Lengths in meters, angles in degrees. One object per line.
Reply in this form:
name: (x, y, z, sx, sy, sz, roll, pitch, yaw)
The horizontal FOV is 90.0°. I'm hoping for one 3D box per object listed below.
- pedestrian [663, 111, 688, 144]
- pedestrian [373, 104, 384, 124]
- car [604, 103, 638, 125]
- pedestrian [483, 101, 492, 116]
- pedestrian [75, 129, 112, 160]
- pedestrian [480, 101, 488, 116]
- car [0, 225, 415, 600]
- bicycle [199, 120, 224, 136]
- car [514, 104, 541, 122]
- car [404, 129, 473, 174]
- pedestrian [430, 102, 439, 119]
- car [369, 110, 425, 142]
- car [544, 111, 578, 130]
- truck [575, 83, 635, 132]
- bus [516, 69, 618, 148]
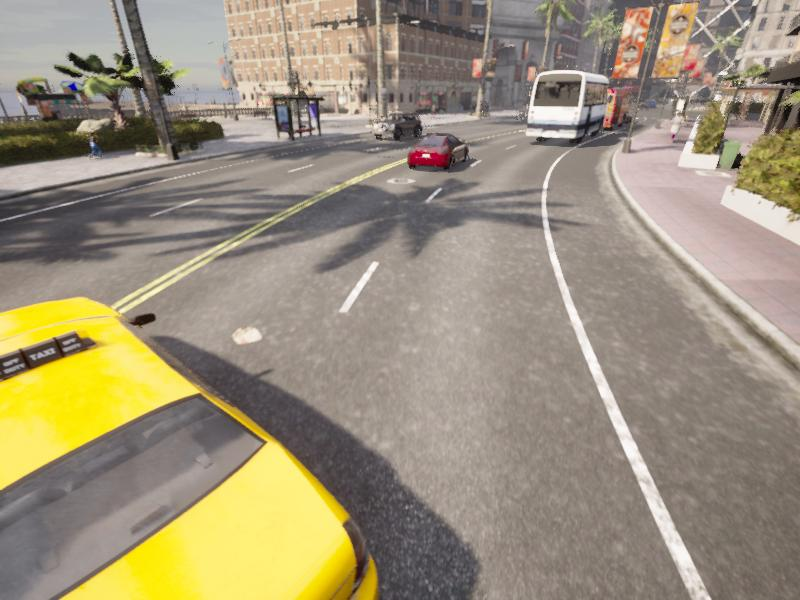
pedestrian: (17.333, -10.844, 25.185, 0.751, 1.860, 0.751, 18, 32, 30)
pedestrian: (-2.237, -19.424, 41.727, 0.751, 1.860, 0.751, 13, 30, 23)
car: (25.170, -21.268, 45.554, 2.150, 2.045, 5.566, 18, 32, 31)
pedestrian: (12.347, -27.074, 56.565, 0.751, 1.860, 0.751, -18, 32, -31)
pedestrian: (-14.698, -7.486, 19.211, 0.751, 1.300, 0.751, 7, 28, 12)
pedestrian: (12.007, -27.354, 57.106, 0.751, 1.860, 0.751, 19, 33, 33)
car: (-2.586, 0.898, 3.121, 5.366, 1.575, 1.801, 21, 33, 34)
bicycle: (-14.377, -13.171, 30.586, 0.373, 1.024, 1.643, 18, 32, 30)
car: (15.813, -23.186, 49.510, 2.097, 1.767, 4.553, 14, 30, 24)
car: (1.875, -7.047, 18.716, 1.994, 1.385, 4.181, 11, 29, 20)
pedestrian: (4.175, -23.122, 48.897, 0.751, 1.860, 0.751, 21, 34, 35)
car: (-0.092, -12.695, 29.087, 1.932, 1.855, 4.605, 15, 30, 27)
car: (15.729, -17.618, 39.086, 1.970, 1.475, 3.806, 18, 32, 30)
truck: (19.593, -18.400, 38.052, 2.891, 3.827, 8.468, 18, 32, 31)
bus: (12.209, -13.792, 28.657, 3.944, 4.253, 10.273, 17, 32, 29)
